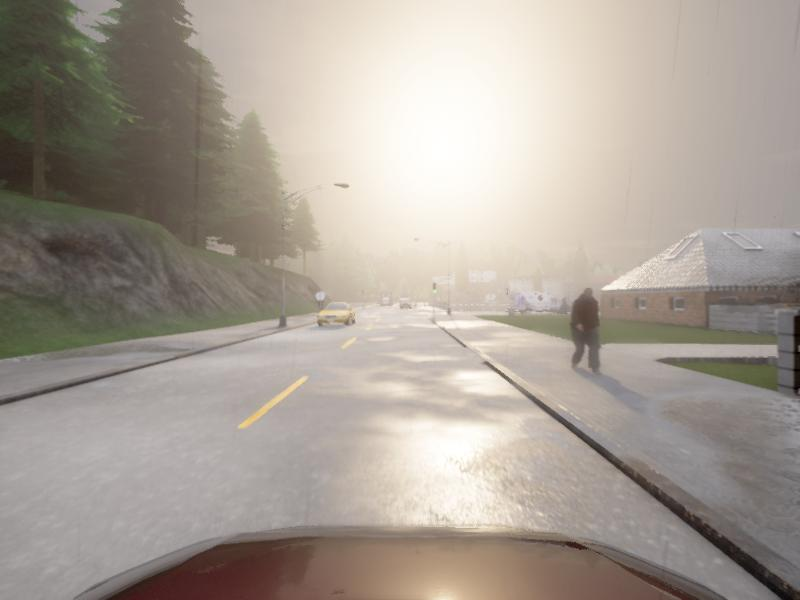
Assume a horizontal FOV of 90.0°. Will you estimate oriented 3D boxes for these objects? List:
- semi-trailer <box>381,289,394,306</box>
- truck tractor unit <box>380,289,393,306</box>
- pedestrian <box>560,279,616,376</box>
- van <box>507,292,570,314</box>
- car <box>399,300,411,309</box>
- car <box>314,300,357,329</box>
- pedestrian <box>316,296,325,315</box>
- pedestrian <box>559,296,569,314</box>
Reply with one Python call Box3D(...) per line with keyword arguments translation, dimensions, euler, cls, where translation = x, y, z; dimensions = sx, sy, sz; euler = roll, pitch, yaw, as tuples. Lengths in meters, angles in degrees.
Box3D(translation=(-3.334, -0.674, 108.818), dimensions=(2.717, 4.402, 14.254), euler=(0, 0, 1), cls="semi-trailer")
Box3D(translation=(-3.435, -0.572, 100.907), dimensions=(3.053, 4.208, 6.516), euler=(0, 0, 1), cls="truck tractor unit")
Box3D(translation=(3.774, 0.529, 8.076), dimensions=(0.751, 1.860, 0.751), euler=(0, 0, -3), cls="pedestrian")
Box3D(translation=(15.610, 0.354, 45.369), dimensions=(6.366, 2.431, 2.351), euler=(0, 0, 0), cls="van")
Box3D(translation=(0.930, 0.790, 71.780), dimensions=(2.038, 1.542, 4.974), euler=(0, 0, -1), cls="car")
Box3D(translation=(-3.820, 0.787, 24.618), dimensions=(1.801, 1.575, 5.366), euler=(0, 0, 0), cls="car")
Box3D(translation=(-7.864, 0.512, 39.754), dimensions=(0.751, 1.860, 0.751), euler=(0, 0, 2), cls="pedestrian")
Box3D(translation=(16.556, 0.513, 40.330), dimensions=(0.751, 1.860, 0.751), euler=(0, 0, 3), cls="pedestrian")
